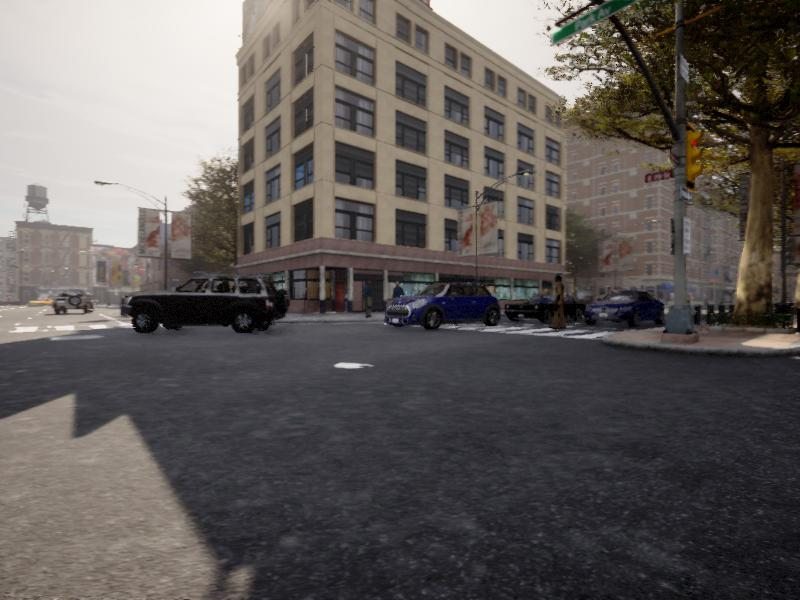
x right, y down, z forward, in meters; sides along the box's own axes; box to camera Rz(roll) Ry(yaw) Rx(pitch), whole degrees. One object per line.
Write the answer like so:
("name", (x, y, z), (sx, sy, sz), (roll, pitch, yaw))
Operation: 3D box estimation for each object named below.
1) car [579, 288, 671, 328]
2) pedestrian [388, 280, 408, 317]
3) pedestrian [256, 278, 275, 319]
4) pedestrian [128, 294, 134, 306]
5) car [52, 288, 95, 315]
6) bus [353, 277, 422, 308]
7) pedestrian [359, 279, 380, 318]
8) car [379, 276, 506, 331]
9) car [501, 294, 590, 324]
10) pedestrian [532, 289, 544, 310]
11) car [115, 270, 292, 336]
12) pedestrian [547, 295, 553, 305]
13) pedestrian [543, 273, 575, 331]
("car", (9.456, 0.308, 16.618), (4.674, 1.442, 1.812), (0, 0, -40))
("pedestrian", (-0.118, -0.071, 20.446), (0.751, 1.860, 0.751), (0, 0, 30))
("pedestrian", (-6.336, -0.076, 18.857), (0.751, 1.860, 0.751), (0, 0, -12))
("pedestrian", (-41.892, 0.000, 62.293), (0.751, 1.860, 0.751), (0, 0, -40))
("car", (-24.486, 0.108, 30.186), (1.932, 1.855, 4.605), (0, 0, -31))
("bus", (-1.776, -1.016, 61.620), (10.273, 4.253, 3.944), (1, -1, -40))
("pedestrian", (-1.505, -0.073, 19.618), (0.751, 1.860, 0.751), (0, 0, 31))
("car", (1.677, 0.128, 15.081), (4.553, 1.767, 2.097), (0, 0, -36))
("car", (7.062, 0.387, 19.199), (4.718, 1.301, 1.895), (0, 0, -40))
("pedestrian", (12.466, -0.036, 36.085), (0.751, 1.860, 0.751), (0, 0, -35))
("car", (-5.953, 0.083, 12.599), (4.605, 1.855, 1.932), (1, 0, -3))
("pedestrian", (28.591, 0.049, 76.051), (0.751, 1.860, 0.751), (0, 0, -35))
("pedestrian", (5.314, 0.068, 13.378), (0.751, 1.860, 0.751), (0, 0, 44))
